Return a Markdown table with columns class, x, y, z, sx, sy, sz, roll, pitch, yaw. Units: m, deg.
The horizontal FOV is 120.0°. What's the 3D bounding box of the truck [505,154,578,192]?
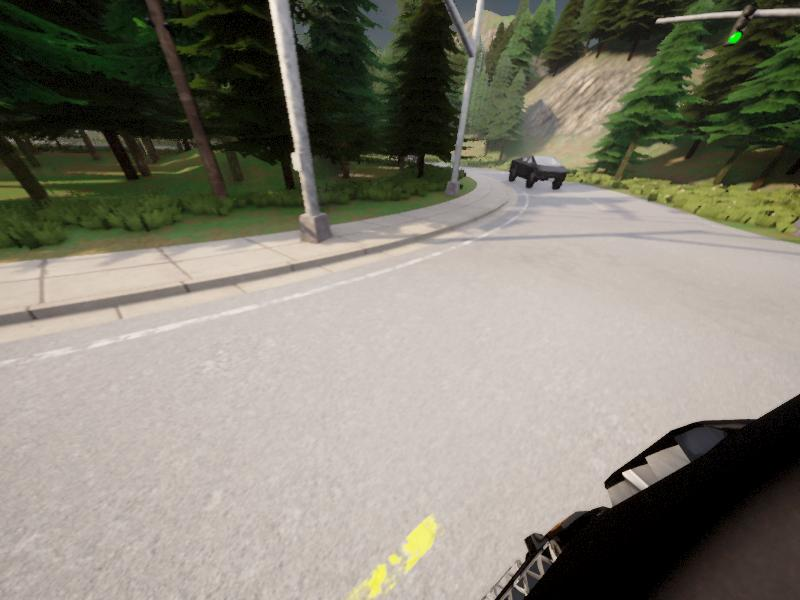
| class | x | y | z | sx | sy | sz | roll | pitch | yaw |
| --- | --- | --- | --- | --- | --- | --- | --- | --- | --- |
| truck | 10.878 | -10.395 | 18.582 | 2.390 | 2.098 | 6.274 | 5 | 33 | 3 |
